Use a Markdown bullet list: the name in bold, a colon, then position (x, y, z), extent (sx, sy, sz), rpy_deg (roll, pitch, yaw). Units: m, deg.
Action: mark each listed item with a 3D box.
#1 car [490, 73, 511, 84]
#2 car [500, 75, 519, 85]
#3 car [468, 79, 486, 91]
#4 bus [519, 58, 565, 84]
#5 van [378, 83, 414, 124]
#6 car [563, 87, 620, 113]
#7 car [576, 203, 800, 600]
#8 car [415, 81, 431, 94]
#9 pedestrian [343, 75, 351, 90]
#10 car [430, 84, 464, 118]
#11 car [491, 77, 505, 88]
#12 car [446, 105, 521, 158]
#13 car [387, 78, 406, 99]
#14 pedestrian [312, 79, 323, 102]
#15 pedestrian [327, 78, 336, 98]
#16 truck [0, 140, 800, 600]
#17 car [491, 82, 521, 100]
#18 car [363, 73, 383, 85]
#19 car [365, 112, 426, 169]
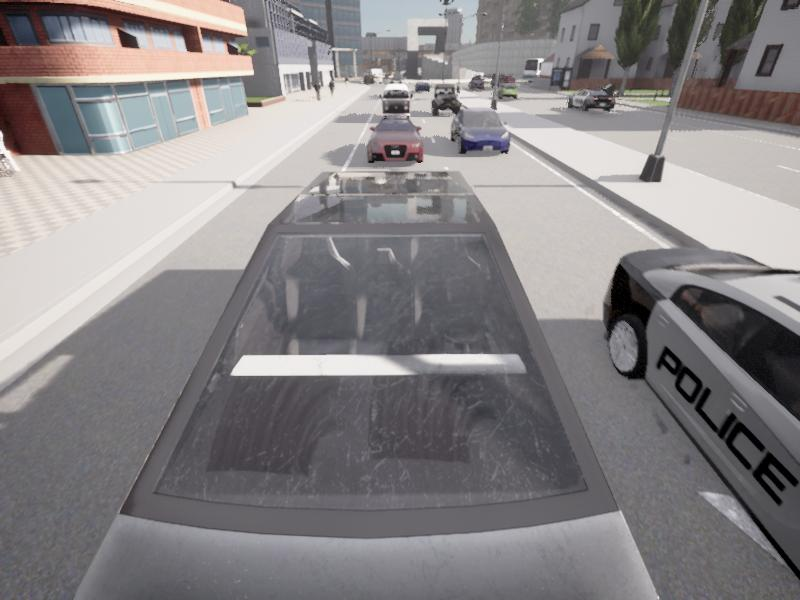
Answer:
- **car**: position (19.742, -43.471, 78.462), extent (3.866, 1.878, 1.905), rpy_deg (-26, 39, -37)
- **car**: position (20.432, -41.130, 74.757), extent (1.845, 1.501, 3.633), rpy_deg (22, 37, 33)
- **car**: position (11.232, -31.573, 58.624), extent (2.033, 1.411, 5.357), rpy_deg (1, 30, 3)
- **bus**: position (29.419, -47.330, 82.629), extent (10.273, 4.253, 3.944), rpy_deg (-27, 39, -37)
- **van**: position (-0.245, -12.750, 25.831), extent (2.069, 2.038, 4.480), rpy_deg (0, 31, 0)
- **car**: position (14.720, -15.609, 31.119), extent (2.038, 1.542, 4.974), rpy_deg (0, 30, 0)
- **car**: position (3.418, 0.880, 2.867), extent (1.930, 1.638, 5.238), rpy_deg (0, 30, 0)
- **car**: position (3.019, -28.437, 53.414), extent (1.895, 1.301, 4.718), rpy_deg (-1, 30, -1)
- **pedestrian**: position (-7.489, -30.874, 56.753), extent (0.751, 1.860, 0.751), rpy_deg (5, 31, 8)
- **car**: position (3.239, -14.151, 28.357), extent (1.905, 1.878, 3.866), rpy_deg (0, 30, 0)
- **car**: position (15.638, -34.878, 64.118), extent (1.845, 1.501, 3.633), rpy_deg (5, 31, 9)
- **car**: position (3.319, -7.298, 17.032), extent (2.163, 1.488, 4.792), rpy_deg (0, 30, 0)
- **car**: position (-0.383, -23.495, 44.398), extent (1.932, 1.855, 4.605), rpy_deg (0, 30, 0)
- **pedestrian**: position (-7.646, -19.446, 37.174), extent (0.751, 1.860, 0.751), rpy_deg (-4, 30, -6)
- **pedestrian**: position (-7.266, -22.551, 42.501), extent (0.751, 1.860, 0.751), rpy_deg (-4, 31, -7)
- **truck**: position (-0.127, 0.149, 3.688), extent (2.390, 2.098, 6.274), rpy_deg (0, 30, 0)
- **car**: position (11.140, -22.166, 42.386), extent (2.007, 1.525, 4.514), rpy_deg (0, 30, 0)
- **car**: position (-5.211, -42.386, 76.784), extent (1.932, 1.855, 4.605), rpy_deg (-18, 35, -27)
- **car**: position (-0.167, -6.196, 15.280), extent (1.994, 1.385, 4.181), rpy_deg (0, 30, 0)
